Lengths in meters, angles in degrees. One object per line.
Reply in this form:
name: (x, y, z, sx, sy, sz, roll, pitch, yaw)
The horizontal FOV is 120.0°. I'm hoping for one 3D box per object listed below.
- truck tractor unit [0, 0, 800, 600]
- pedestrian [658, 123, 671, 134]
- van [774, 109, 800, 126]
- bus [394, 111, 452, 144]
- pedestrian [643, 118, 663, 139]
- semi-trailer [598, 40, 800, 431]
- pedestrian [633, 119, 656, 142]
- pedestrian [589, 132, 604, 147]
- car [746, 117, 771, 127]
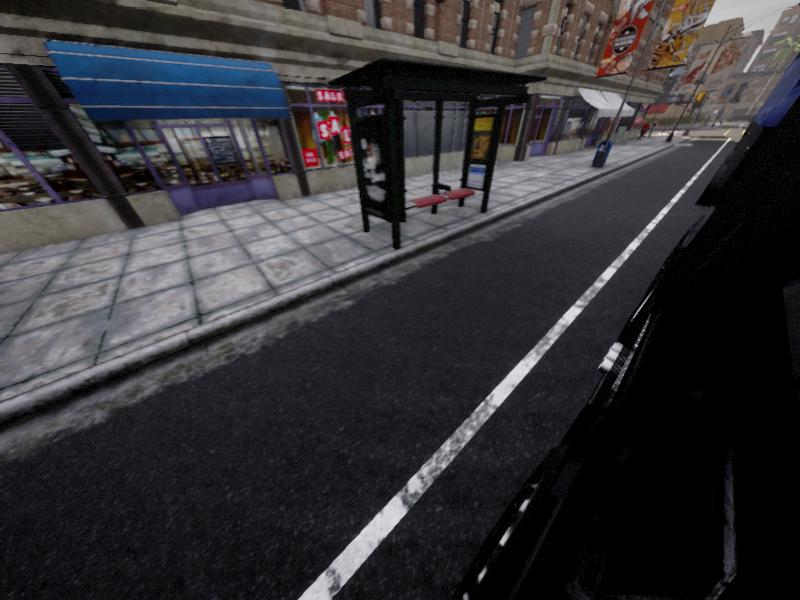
truck tractor unit: (2.645, -0.295, 0.351, 6.516, 4.208, 3.053, -28, 44, -30)
pedestrian: (39.939, -25.859, 34.880, 0.751, 1.300, 0.751, -24, 42, -26)
van: (71.567, -33.388, 42.210, 6.366, 2.431, 2.351, -28, 44, -30)
bus: (4.273, -30.973, 41.436, 10.273, 4.253, 3.944, -28, 44, -30)
pedestrian: (28.688, -19.453, 26.221, 0.751, 1.860, 0.751, -28, 44, -30)
semi-trailer: (8.699, -3.588, 4.251, 14.254, 4.402, 2.717, -28, 44, -30)
pedestrian: (24.446, -16.968, 23.136, 0.751, 1.860, 0.751, -22, 41, -24)
pedestrian: (17.478, -14.275, 20.569, 0.500, 1.100, 0.500, -27, 43, -29)
car: (68.984, -34.323, 44.485, 5.357, 1.411, 2.033, -28, 44, -30)
